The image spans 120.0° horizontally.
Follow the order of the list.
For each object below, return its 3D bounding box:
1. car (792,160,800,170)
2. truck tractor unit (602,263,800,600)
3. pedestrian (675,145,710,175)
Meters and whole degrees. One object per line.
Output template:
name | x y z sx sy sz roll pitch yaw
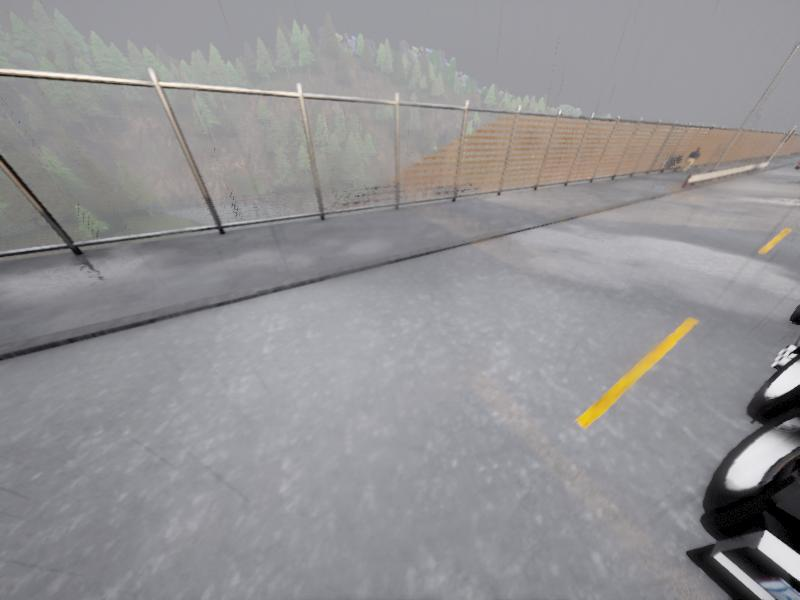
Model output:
car | 40.647 -13.523 22.140 4.553 1.767 2.097 -18 39 -24
truck tractor unit | 5.110 -0.302 0.787 6.516 4.208 3.053 -18 39 -24
pedestrian | 22.237 -10.660 17.613 0.751 1.860 0.751 -17 39 -23
